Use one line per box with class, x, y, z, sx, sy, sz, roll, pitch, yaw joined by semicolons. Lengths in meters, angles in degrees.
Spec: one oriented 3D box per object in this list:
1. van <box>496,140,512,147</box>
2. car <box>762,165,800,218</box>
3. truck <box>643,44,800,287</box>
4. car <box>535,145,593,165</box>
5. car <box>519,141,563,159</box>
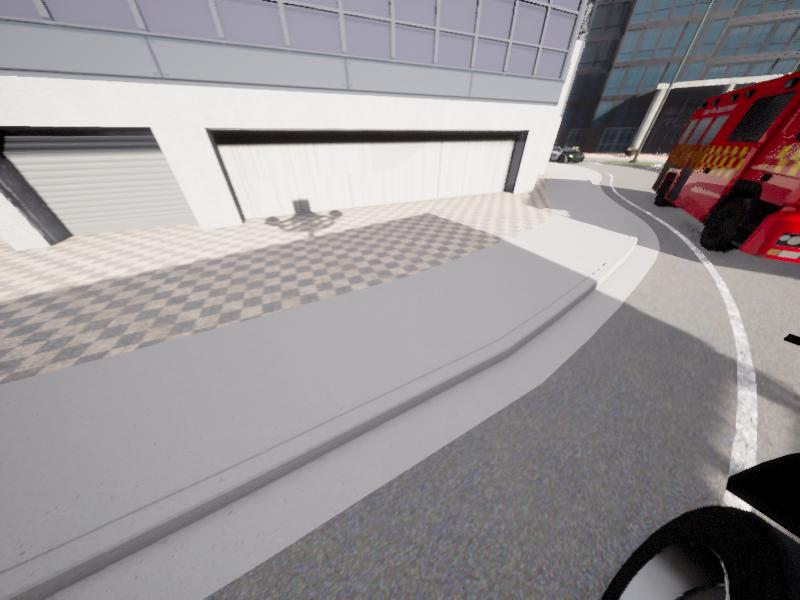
van;34.724;-52.230;77.231;4.442;1.987;1.775;-14;37;-20
car;14.143;-2.959;6.815;1.994;1.385;4.181;17;39;24
truck;9.975;-3.710;5.800;2.891;3.827;8.468;19;39;26
car;17.326;-15.667;24.807;2.038;1.542;4.974;-8;36;-11
car;18.930;-20.453;31.328;1.932;1.855;4.605;-16;38;-21
